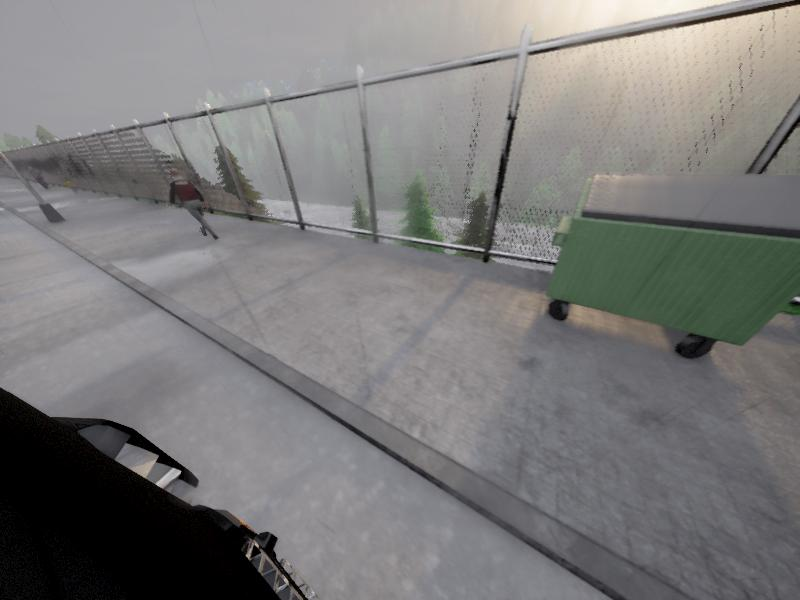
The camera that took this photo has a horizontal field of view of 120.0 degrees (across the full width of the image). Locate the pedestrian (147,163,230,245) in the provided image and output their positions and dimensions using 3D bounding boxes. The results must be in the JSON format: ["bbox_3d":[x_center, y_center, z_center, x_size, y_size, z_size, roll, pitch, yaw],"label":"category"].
[{"bbox_3d":[-5.530,-2.546,6.171,0.751,1.860,0.751,16,38,26],"label":"pedestrian"}]

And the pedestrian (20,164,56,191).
[{"bbox_3d":[-29.379,-9.936,18.776,0.751,1.860,0.751,19,39,28],"label":"pedestrian"}]

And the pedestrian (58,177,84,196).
[{"bbox_3d":[-22.160,-7.646,15.567,0.500,1.100,0.500,18,39,27],"label":"pedestrian"}]
